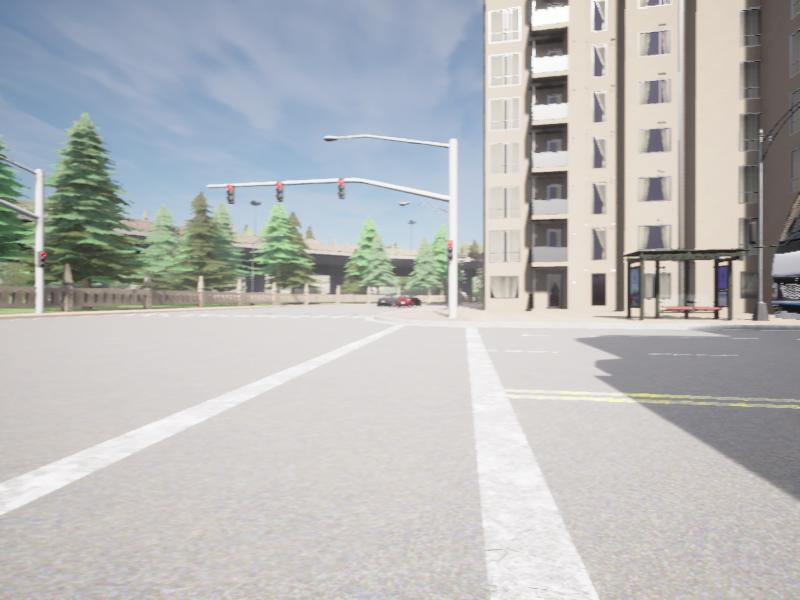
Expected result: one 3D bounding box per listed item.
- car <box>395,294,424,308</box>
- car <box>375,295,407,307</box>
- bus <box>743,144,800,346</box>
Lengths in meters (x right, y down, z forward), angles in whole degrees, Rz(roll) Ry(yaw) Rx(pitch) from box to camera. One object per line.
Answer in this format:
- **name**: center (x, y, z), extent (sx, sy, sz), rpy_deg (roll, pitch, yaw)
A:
- **car**: center (1.061, 0.092, 43.079), extent (1.816, 1.474, 4.193), rpy_deg (0, 0, 20)
- **car**: center (-0.991, 0.135, 46.879), extent (1.994, 1.385, 4.181), rpy_deg (0, 0, 26)
- **bus**: center (13.459, -1.149, 7.367), extent (10.273, 4.253, 3.944), rpy_deg (0, 0, 9)
